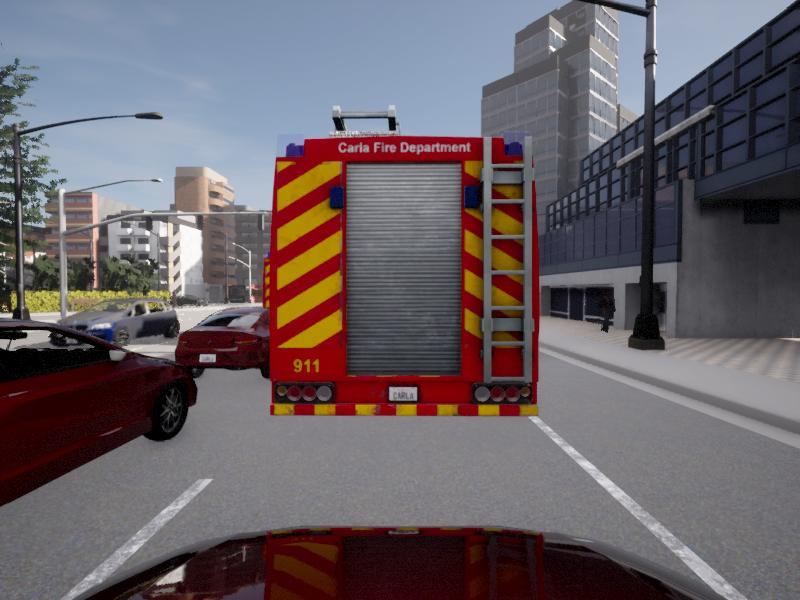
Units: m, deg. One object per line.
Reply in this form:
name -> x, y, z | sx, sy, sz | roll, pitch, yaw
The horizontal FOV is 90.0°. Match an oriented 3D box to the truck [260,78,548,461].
truck -> 0.092, -0.302, 8.253 | 2.891, 3.827, 8.468 | 0, 0, 1

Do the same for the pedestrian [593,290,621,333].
pedestrian -> 9.060, 0.487, 17.537 | 0.751, 1.860, 0.751 | 0, 1, -5

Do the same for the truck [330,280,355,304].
truck -> -9.771, -1.342, 68.882 | 2.891, 3.827, 8.468 | 0, 1, 0

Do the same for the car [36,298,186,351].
car -> -10.340, 0.766, 14.904 | 2.242, 1.667, 4.611 | 0, 0, 1

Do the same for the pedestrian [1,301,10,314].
pedestrian -> -33.070, 0.634, 33.554 | 0.500, 1.100, 0.500 | -1, 2, -40

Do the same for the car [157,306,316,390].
car -> -3.435, 0.891, 9.530 | 1.812, 1.442, 4.674 | 0, 0, 1

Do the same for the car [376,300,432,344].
car -> 0.180, 0.817, 17.201 | 2.038, 1.542, 4.974 | 0, 1, 1

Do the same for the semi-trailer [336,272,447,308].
semi-trailer -> -0.909, -1.321, 51.976 | 14.254, 4.402, 2.717 | -1, 1, -19

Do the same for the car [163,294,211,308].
car -> -27.246, 0.090, 51.336 | 5.027, 1.651, 2.152 | 0, 1, 1

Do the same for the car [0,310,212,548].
car -> -3.468, 0.860, 3.307 | 1.816, 1.474, 4.193 | 0, 0, 1

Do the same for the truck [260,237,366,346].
truck -> -3.409, -0.337, 18.226 | 2.891, 3.827, 8.468 | 0, 0, 1

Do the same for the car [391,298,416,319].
car -> 0.294, 0.628, 31.196 | 1.816, 1.474, 4.193 | 0, 1, 1
